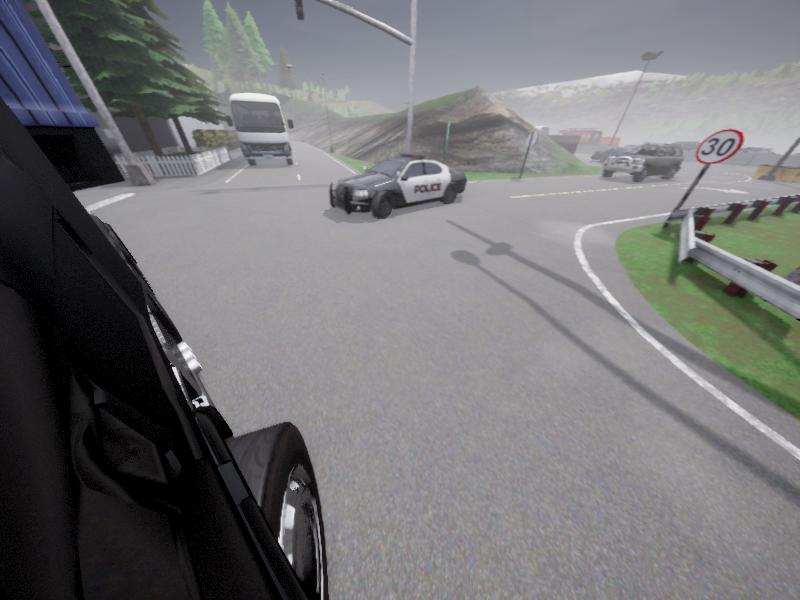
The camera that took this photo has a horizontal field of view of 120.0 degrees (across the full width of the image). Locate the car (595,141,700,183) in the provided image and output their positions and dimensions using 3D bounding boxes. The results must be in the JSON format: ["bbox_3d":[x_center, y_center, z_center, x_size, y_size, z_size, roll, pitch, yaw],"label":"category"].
[{"bbox_3d":[14.413,-8.140,13.563,4.605,1.855,1.932,-13,38,-19],"label":"car"}]

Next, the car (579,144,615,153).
[{"bbox_3d":[36.662,-28.370,43.184,1.895,1.301,4.718,-12,38,-18],"label":"car"}]

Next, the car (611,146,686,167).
[{"bbox_3d":[26.509,-15.615,24.954,2.038,1.542,4.974,-12,38,-18],"label":"car"}]

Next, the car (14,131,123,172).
[{"bbox_3d":[-20.431,-9.480,14.620,1.905,1.878,3.866,-12,38,-18],"label":"car"}]

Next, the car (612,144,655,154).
[{"bbox_3d":[43.953,-28.626,43.692,2.033,1.411,5.357,-12,38,-18],"label":"car"}]

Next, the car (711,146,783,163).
[{"bbox_3d":[46.252,-19.558,30.987,2.033,1.649,4.856,-13,38,-19],"label":"car"}]

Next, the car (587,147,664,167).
[{"bbox_3d":[23.173,-14.967,24.066,2.033,1.411,5.357,-12,38,-17],"label":"car"}]

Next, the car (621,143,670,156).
[{"bbox_3d":[42.049,-25.936,39.737,1.801,1.575,5.366,-12,38,-18],"label":"car"}]

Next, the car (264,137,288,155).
[{"bbox_3d":[-14.546,-18.283,27.320,2.007,1.525,4.514,-12,38,-18],"label":"car"}]

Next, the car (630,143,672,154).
[{"bbox_3d":[47.594,-28.779,43.931,1.837,1.490,4.892,-12,38,-18],"label":"car"}]

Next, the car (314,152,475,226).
[{"bbox_3d":[0.063,-4.016,7.835,4.974,1.542,2.038,-25,43,-33],"label":"car"}]

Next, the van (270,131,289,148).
[{"bbox_3d":[-19.242,-25.722,37.031,2.069,2.038,4.480,-12,39,-17],"label":"van"}]

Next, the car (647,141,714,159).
[{"bbox_3d":[40.962,-22.130,34.008,2.150,2.045,5.566,-12,37,-18],"label":"car"}]

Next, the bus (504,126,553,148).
[{"bbox_3d":[32.341,-41.693,58.993,3.944,4.253,10.273,-12,38,-18],"label":"bus"}]

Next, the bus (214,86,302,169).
[{"bbox_3d":[-10.942,-14.071,19.261,3.944,4.253,10.273,-12,38,-17],"label":"bus"}]

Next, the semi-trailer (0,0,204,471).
[{"bbox_3d":[-10.095,-1.054,0.787,14.254,4.402,2.717,-1,36,-5],"label":"semi-trailer"}]

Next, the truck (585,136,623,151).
[{"bbox_3d":[44.335,-34.164,50.466,2.627,2.467,5.204,-12,38,-18],"label":"truck"}]

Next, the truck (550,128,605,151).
[{"bbox_3d":[37.288,-34.160,49.072,2.891,3.827,8.468,-12,38,-18],"label":"truck"}]

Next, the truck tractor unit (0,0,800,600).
[{"bbox_3d":[-2.645,-0.295,0.351,6.516,4.208,3.053,28,44,30],"label":"truck tractor unit"}]

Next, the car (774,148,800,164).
[{"bbox_3d":[51.177,-17.704,28.541,2.242,1.667,4.611,-12,38,-18],"label":"car"}]
